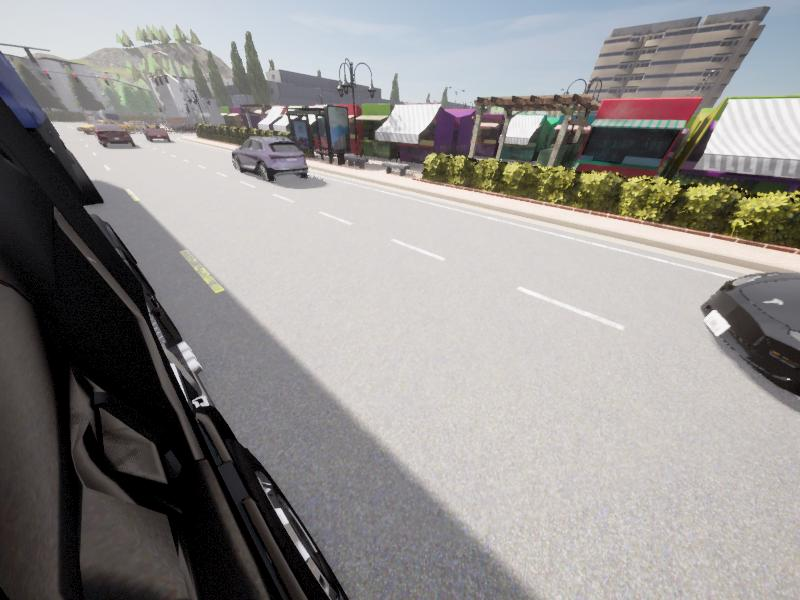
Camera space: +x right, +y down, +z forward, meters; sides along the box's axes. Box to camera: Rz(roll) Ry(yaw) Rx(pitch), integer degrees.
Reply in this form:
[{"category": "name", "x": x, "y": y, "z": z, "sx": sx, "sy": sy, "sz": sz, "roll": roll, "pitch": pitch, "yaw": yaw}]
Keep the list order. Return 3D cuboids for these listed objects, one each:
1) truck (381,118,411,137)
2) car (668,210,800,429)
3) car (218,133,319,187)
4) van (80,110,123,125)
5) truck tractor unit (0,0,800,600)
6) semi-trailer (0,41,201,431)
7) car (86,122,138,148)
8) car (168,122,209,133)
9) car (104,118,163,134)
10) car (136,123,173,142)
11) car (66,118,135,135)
[{"category": "truck", "x": -1.091, "y": -46.415, "z": 62.372, "sx": 2.891, "sy": 3.827, "sz": 8.468, "roll": 30, "pitch": 44, "yaw": 31}, {"category": "car", "x": 6.152, "y": 0.723, "z": 1.833, "sx": 4.792, "sy": 1.488, "sz": 2.163, "roll": 20, "pitch": 40, "yaw": 22}, {"category": "car", "x": -6.313, "y": -6.867, "z": 11.056, "sx": 4.856, "sy": 1.649, "sz": 2.033, "roll": 29, "pitch": 44, "yaw": 30}, {"category": "van", "x": -70.149, "y": -42.929, "z": 54.490, "sx": 2.351, "sy": 2.431, "sz": 6.366, "roll": -3, "pitch": 37, "yaw": -8}, {"category": "truck tractor unit", "x": -2.645, "y": -0.295, "z": 0.351, "sx": 6.516, "sy": 4.208, "sz": 3.053, "roll": 28, "pitch": 44, "yaw": 30}, {"category": "semi-trailer", "x": -8.682, "y": -3.619, "z": 4.239, "sx": 14.254, "sy": 4.402, "sz": 2.717, "roll": 28, "pitch": 44, "yaw": 30}, {"category": "car", "x": -24.004, "y": -13.768, "z": 19.226, "sx": 5.008, "sy": 1.535, "sz": 1.882, "roll": 29, "pitch": 44, "yaw": 30}, {"category": "car", "x": -36.274, "y": -29.623, "z": 39.699, "sx": 1.812, "sy": 1.442, "sz": 4.674, "roll": 30, "pitch": 45, "yaw": 31}, {"category": "car", "x": -38.477, "y": -25.172, "z": 33.501, "sx": 1.801, "sy": 1.575, "sz": 5.366, "roll": 30, "pitch": 45, "yaw": 31}, {"category": "car", "x": -25.603, "y": -17.496, "z": 24.108, "sx": 3.633, "sy": 1.501, "sz": 1.845, "roll": 31, "pitch": 45, "yaw": 33}, {"category": "car", "x": -37.634, "y": -21.988, "z": 29.301, "sx": 1.801, "sy": 1.575, "sz": 5.366, "roll": 3, "pitch": 37, "yaw": 1}]
